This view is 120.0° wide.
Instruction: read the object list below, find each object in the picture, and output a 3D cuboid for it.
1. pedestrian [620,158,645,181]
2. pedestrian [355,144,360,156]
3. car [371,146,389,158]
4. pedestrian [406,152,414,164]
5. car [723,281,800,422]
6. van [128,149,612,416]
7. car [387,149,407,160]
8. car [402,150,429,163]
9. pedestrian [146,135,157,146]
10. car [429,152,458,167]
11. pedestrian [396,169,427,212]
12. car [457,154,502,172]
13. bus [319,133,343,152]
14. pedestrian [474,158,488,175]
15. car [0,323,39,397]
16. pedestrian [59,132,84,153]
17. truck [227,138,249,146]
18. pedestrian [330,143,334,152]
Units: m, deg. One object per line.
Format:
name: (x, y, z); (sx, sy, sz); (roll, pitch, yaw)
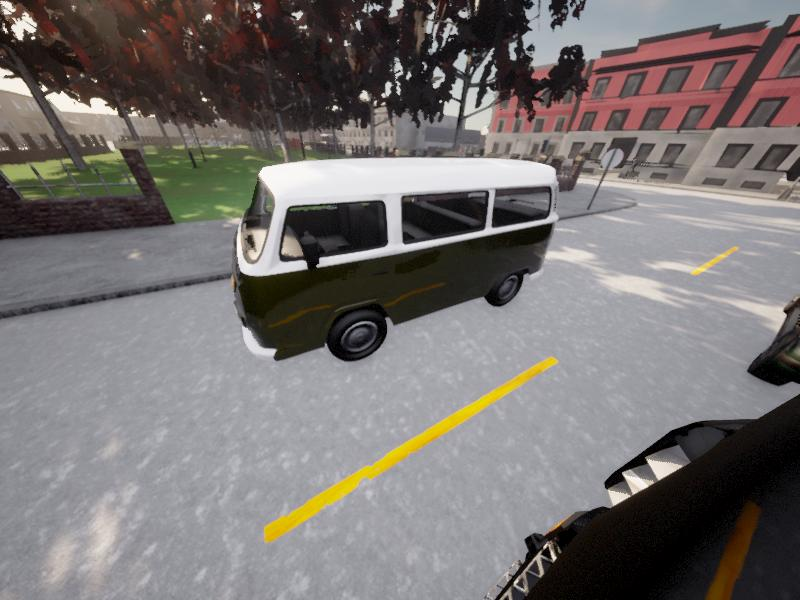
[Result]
pedestrian: (21.844, -12.257, 21.708); (0.751, 1.860, 0.751); (-16, 38, -25)
pedestrian: (-8.178, -28.788, 44.437); (0.751, 1.860, 0.751); (-18, 39, -27)
car: (-4.084, -29.947, 46.653); (1.932, 1.855, 4.605); (-16, 38, -25)
pedestrian: (1.285, -18.951, 30.864); (0.751, 1.300, 0.751); (-16, 38, -25)
car: (5.965, 0.259, 2.424); (3.988, 1.617, 1.851); (-16, 38, -25)
van: (0.199, -0.831, 3.284); (4.480, 2.038, 2.069); (-16, 38, -25)
car: (-0.651, -26.300, 41.790); (1.970, 1.475, 3.806); (-16, 38, -25)
car: (2.420, -23.217, 37.340); (2.007, 1.525, 4.514); (-16, 38, -25)
pedestrian: (-51.852, -33.211, 48.178); (0.751, 1.860, 0.751); (-18, 39, -27)
car: (5.966, -19.642, 32.207); (1.789, 1.549, 3.705); (-16, 38, -25)
pedestrian: (0.396, -4.059, 8.556); (0.751, 1.300, 0.751); (-16, 38, -26)
car: (9.283, -16.259, 27.423); (1.837, 1.490, 4.892); (-16, 38, -26)
bus: (-21.220, -48.401, 70.967); (3.944, 4.253, 10.273); (-16, 38, -25)
pedestrian: (7.604, -12.565, 21.740); (0.751, 1.300, 0.751); (-18, 39, -27)
car: (-5.211, 0.917, 0.776); (3.633, 1.501, 1.845); (-16, 38, -25)
pedestrian: (-36.922, -17.704, 25.989); (0.751, 1.860, 0.751); (-23, 41, -33)
truck: (-58.840, -57.541, 84.088); (6.274, 2.098, 2.390); (-16, 38, -25)
pedestrian: (-16.804, -37.808, 57.347); (0.751, 1.860, 0.751); (-9, 35, -16)
